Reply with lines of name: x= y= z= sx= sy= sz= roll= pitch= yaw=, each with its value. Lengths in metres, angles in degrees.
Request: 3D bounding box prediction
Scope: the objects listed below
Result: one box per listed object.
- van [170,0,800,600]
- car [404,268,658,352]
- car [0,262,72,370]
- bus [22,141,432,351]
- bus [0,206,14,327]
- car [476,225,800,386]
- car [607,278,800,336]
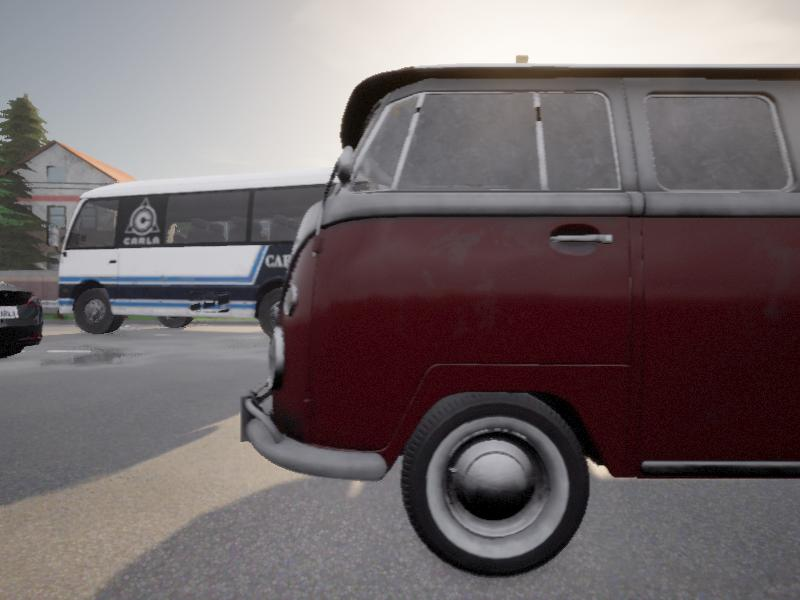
van: x=1.472 y=0.005 z=2.198 sx=4.442 sy=1.987 sz=1.775 roll=0 pitch=0 yaw=0
car: x=2.661 y=0.193 z=9.149 sx=5.027 sy=1.651 sz=2.152 roll=0 pitch=0 yaw=3
car: x=-7.955 y=0.213 z=5.699 sx=4.792 sy=1.488 sz=2.163 roll=0 pitch=0 yaw=0
bus: x=-4.539 y=-1.151 z=11.263 sx=10.273 sy=4.253 sz=3.944 roll=1 pitch=0 yaw=14
bus: x=-19.083 y=-1.221 z=12.281 sx=10.273 sy=4.253 sz=3.944 roll=1 pitch=1 yaw=-4
car: x=3.200 y=0.062 z=5.701 sx=3.866 sy=1.878 sz=1.905 roll=1 pitch=0 yaw=0
car: x=9.446 y=0.200 z=12.699 sx=4.611 sy=1.667 sz=2.242 roll=0 pitch=0 yaw=0
